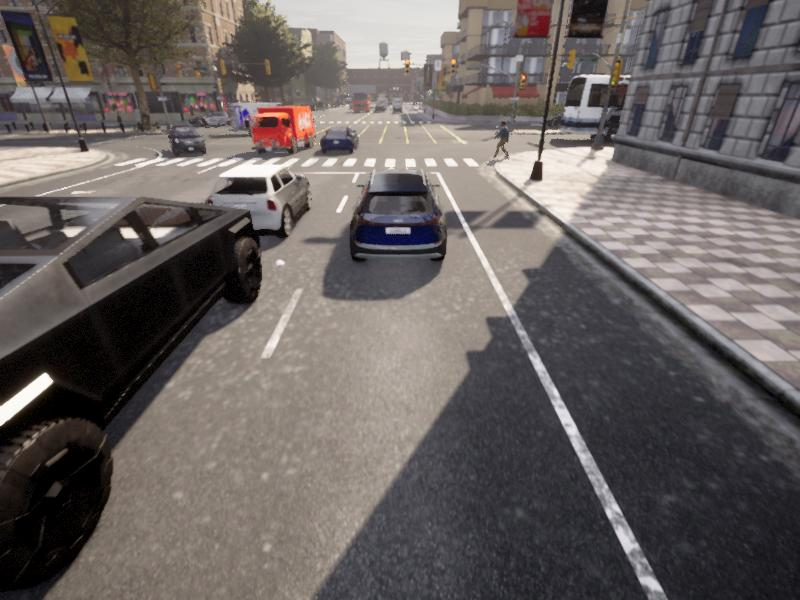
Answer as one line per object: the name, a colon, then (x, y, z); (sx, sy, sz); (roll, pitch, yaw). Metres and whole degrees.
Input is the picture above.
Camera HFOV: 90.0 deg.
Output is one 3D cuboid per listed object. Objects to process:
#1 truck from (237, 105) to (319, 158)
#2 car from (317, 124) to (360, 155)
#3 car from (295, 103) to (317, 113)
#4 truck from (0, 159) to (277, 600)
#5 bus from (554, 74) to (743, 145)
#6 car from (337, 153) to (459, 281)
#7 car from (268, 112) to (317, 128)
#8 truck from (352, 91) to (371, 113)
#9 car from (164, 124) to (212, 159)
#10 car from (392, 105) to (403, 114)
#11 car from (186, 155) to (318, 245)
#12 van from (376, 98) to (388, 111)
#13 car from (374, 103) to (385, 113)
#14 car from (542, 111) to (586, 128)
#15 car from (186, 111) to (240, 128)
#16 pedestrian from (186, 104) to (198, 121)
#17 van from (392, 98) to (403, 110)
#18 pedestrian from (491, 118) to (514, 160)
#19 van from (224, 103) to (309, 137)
truck: (-6.927, -10.067, 23.639); (2.627, 2.467, 5.204); (2, 27, 5)
car: (-3.640, -9.921, 24.554); (1.994, 1.385, 4.181); (0, 27, 0)
car: (-18.855, -38.379, 80.002); (3.988, 1.617, 1.851); (-7, 28, -14)
truck: (-3.512, 0.051, 4.262); (2.390, 2.098, 6.274); (0, 27, 0)
bus: (17.289, -13.742, 28.841); (10.273, 4.253, 3.944); (0, 27, 0)
car: (-0.040, -2.201, 9.179); (2.033, 1.649, 4.856); (0, 27, 0)
car: (-11.339, -19.126, 42.465); (4.674, 1.442, 1.812); (0, 27, 0)
truck: (-7.490, -38.872, 78.434); (2.891, 3.827, 8.468); (0, 27, 0)
car: (-12.192, -9.158, 22.890); (1.845, 1.501, 3.633); (-15, 30, -27)
car: (-0.465, -36.357, 76.177); (2.033, 1.411, 5.357); (0, 27, 0)
car: (-3.547, -2.784, 10.485); (1.970, 1.475, 3.806); (0, 27, 0)
van: (-4.068, -45.041, 92.021); (2.351, 2.431, 6.366); (0, 27, 0)
car: (-3.991, -38.413, 79.943); (1.930, 1.638, 5.238); (0, 27, 0)
car: (17.334, -19.181, 42.441); (3.705, 1.549, 1.789); (0, 27, 0)
car: (-19.929, -19.411, 42.925); (4.974, 1.542, 2.038); (-9, 28, -16)
pedestrian: (-25.777, -23.224, 49.635); (0.751, 1.860, 0.751); (2, 27, 4)
van: (-0.581, -46.095, 94.080); (2.351, 2.431, 6.366); (0, 27, 0)
pedestrian: (5.094, -8.048, 20.008); (0.751, 1.860, 0.751); (-1, 27, -1)
van: (-11.488, -15.759, 34.804); (6.366, 2.431, 2.351); (-16, 31, -28)
